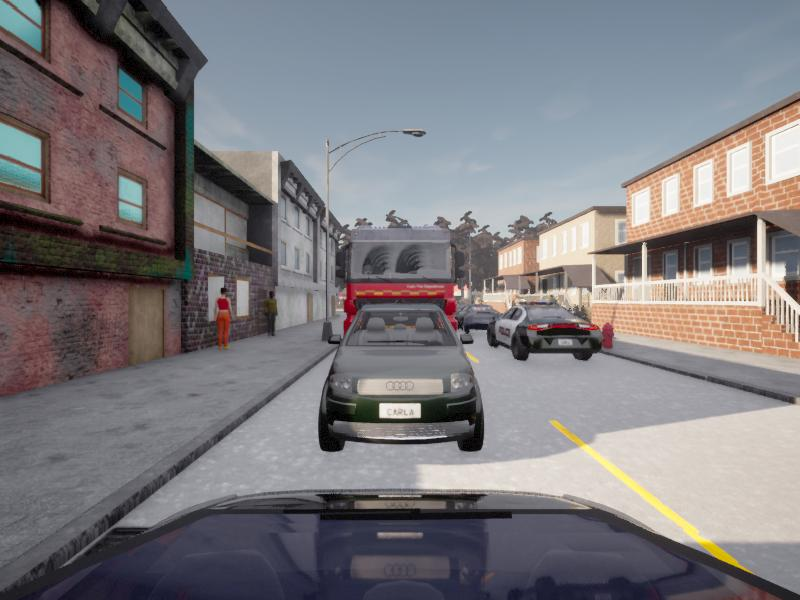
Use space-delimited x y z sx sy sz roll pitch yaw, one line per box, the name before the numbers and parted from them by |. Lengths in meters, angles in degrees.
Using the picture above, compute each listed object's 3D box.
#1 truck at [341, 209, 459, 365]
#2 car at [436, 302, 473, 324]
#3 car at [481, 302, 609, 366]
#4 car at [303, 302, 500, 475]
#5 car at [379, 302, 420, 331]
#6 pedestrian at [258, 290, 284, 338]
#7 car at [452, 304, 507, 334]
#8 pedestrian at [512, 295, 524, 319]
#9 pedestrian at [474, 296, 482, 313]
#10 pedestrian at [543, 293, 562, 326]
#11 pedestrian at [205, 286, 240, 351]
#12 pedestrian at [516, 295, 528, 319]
truck | -0.010 -0.321 14.022 2.891 3.827 8.468 0 0 0
car | 3.964 0.895 29.868 2.033 1.411 5.357 0 0 0
car | 4.002 0.826 12.129 2.038 1.542 4.974 0 0 0
car | 0.007 0.815 5.489 1.789 1.549 3.705 0 0 0
car | -0.022 0.851 23.246 2.163 1.488 4.792 0 0 0
pedestrian | -5.174 0.533 16.044 0.751 1.860 0.751 0 0 -44
car | 3.985 0.907 20.695 1.994 1.385 4.181 0 0 0
pedestrian | 9.215 0.533 31.287 0.751 1.860 0.751 0 0 1
pedestrian | 9.015 0.525 46.235 0.751 1.860 0.751 0 0 -12
pedestrian | 8.771 0.533 22.999 0.751 1.860 0.751 0 0 -10
pedestrian | -5.239 0.533 11.864 0.751 1.860 0.751 0 0 -7
pedestrian | 9.276 0.533 30.418 0.751 1.860 0.751 0 0 3
